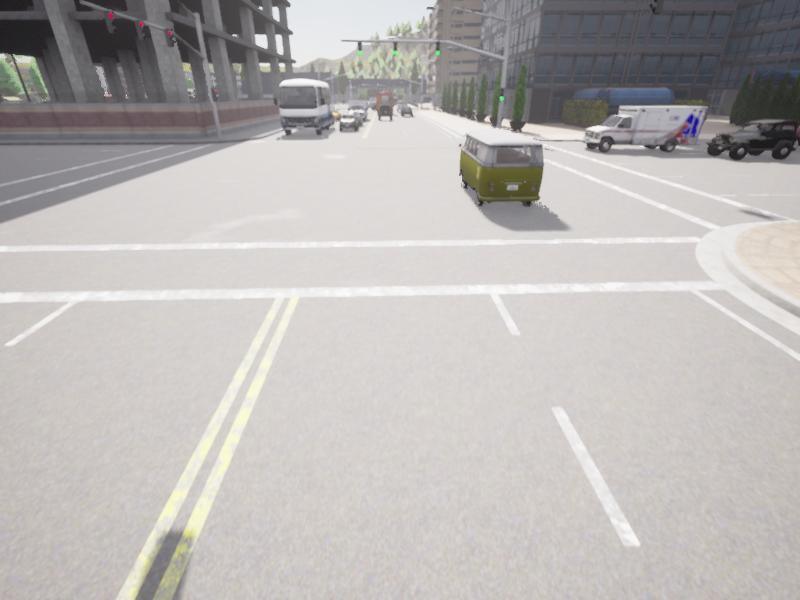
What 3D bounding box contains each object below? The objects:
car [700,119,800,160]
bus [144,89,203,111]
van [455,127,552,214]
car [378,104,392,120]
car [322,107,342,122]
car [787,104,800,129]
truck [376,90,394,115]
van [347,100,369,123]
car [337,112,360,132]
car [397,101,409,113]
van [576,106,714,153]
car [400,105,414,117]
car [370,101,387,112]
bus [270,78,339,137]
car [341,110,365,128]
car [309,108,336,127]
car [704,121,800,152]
[{"bbox_3d":[18.758,-8.523,21.170,3.866,1.878,1.905,-1,27,-2],"label":"car"},{"bbox_3d":[-50.759,-45.067,90.059,10.273,4.253,3.944,-1,27,-2],"label":"bus"},{"bbox_3d":[3.098,-4.400,13.069,1.775,1.987,4.442,-1,27,-2],"label":"van"},{"bbox_3d":[-2.052,-26.059,55.485,1.905,1.878,3.866,-1,27,-2],"label":"car"},{"bbox_3d":[-8.963,-24.661,53.124,1.801,1.575,5.366,-1,27,-2],"label":"car"},{"bbox_3d":[40.328,-16.753,36.638,6.274,2.098,2.390,14,30,25],"label":"car"},{"bbox_3d":[-2.651,-34.814,70.472,2.891,3.827,8.468,-1,27,-2],"label":"truck"},{"bbox_3d":[-5.434,-24.650,52.163,2.351,2.431,6.366,-1,27,-2],"label":"van"},{"bbox_3d":[-4.887,-17.106,38.384,1.789,1.549,3.705,-1,27,-2],"label":"car"},{"bbox_3d":[0.482,-38.833,80.247,2.150,2.045,5.566,-1,27,-2],"label":"car"},{"bbox_3d":[14.456,-10.268,24.005,6.366,2.431,2.351,-1,27,-2],"label":"van"},{"bbox_3d":[1.082,-30.718,64.981,2.007,1.525,4.514,-1,27,-2],"label":"car"},{"bbox_3d":[-4.456,-39.693,82.152,1.905,1.878,3.866,-14,30,-24],"label":"car"},{"bbox_3d":[-8.218,-17.622,36.441,3.944,4.253,10.273,-1,27,-2],"label":"bus"},{"bbox_3d":[-5.108,-20.014,44.112,2.128,1.511,4.902,-1,27,-2],"label":"car"},{"bbox_3d":[-8.645,-20.508,44.912,2.242,1.667,4.611,-1,27,-2],"label":"car"},{"bbox_3d":[22.007,-10.025,24.481,5.008,1.535,1.882,-1,27,-2],"label":"car"}]
